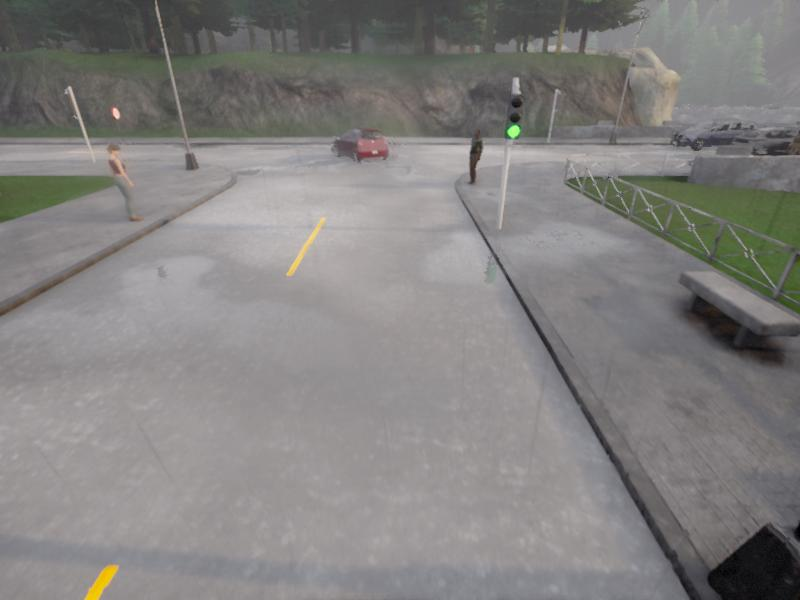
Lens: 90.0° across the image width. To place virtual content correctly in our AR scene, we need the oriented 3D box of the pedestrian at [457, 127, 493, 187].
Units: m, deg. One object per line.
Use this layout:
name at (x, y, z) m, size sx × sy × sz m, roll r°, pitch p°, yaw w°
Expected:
pedestrian at (2.595, -4.990, 13.971) m, size 0.751 × 1.860 × 0.751 m, roll -14°, pitch 31°, yaw -26°

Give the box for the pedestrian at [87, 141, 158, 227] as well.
pedestrian at (-6.796, -2.868, 9.864) m, size 0.751 × 1.860 × 0.751 m, roll 17°, pitch 32°, yaw 30°

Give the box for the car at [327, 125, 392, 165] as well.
car at (-2.143, -8.000, 20.481) m, size 1.845 × 1.501 × 3.633 m, roll -15°, pitch 31°, yaw -27°

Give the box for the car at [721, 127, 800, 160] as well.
car at (20.035, -8.316, 21.182) m, size 4.193 × 1.474 × 1.816 m, roll 0°, pitch 27°, yaw 0°

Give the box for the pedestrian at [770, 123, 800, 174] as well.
pedestrian at (16.110, -6.162, 16.273) m, size 0.751 × 1.860 × 0.751 m, roll 0°, pitch 27°, yaw 0°

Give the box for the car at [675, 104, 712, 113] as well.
car at (53.036, -34.638, 72.364) m, size 4.792 × 1.488 × 2.163 m, roll 0°, pitch 27°, yaw 0°

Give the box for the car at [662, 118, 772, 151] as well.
car at (19.418, -10.242, 24.710) m, size 4.611 × 1.667 × 2.242 m, roll 0°, pitch 27°, yaw 0°
